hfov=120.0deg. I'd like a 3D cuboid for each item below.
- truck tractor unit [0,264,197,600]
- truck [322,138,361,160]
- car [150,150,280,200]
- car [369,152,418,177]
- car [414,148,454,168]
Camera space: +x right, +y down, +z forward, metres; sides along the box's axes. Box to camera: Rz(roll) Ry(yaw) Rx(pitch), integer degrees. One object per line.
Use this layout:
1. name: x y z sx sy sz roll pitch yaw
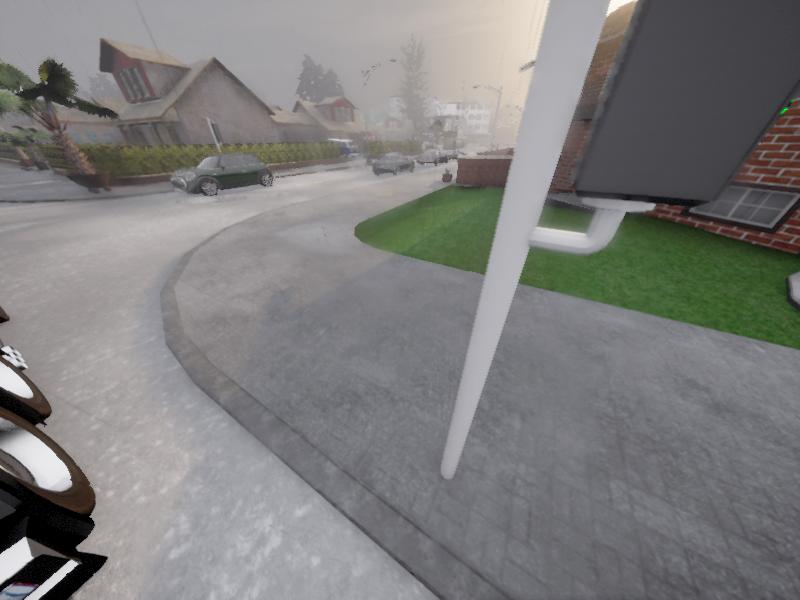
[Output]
1. truck tractor unit: -5.117 -0.292 0.790 6.516 4.208 3.053 18 39 24
2. truck: -7.605 -19.785 30.144 4.478 2.038 2.069 20 40 23
3. car: -9.262 -6.742 12.148 2.097 1.767 4.553 18 39 24
4. car: -0.392 -10.789 18.268 1.994 1.385 4.181 16 38 22
5. car: 3.604 -14.719 23.855 2.033 1.411 5.357 18 39 24
